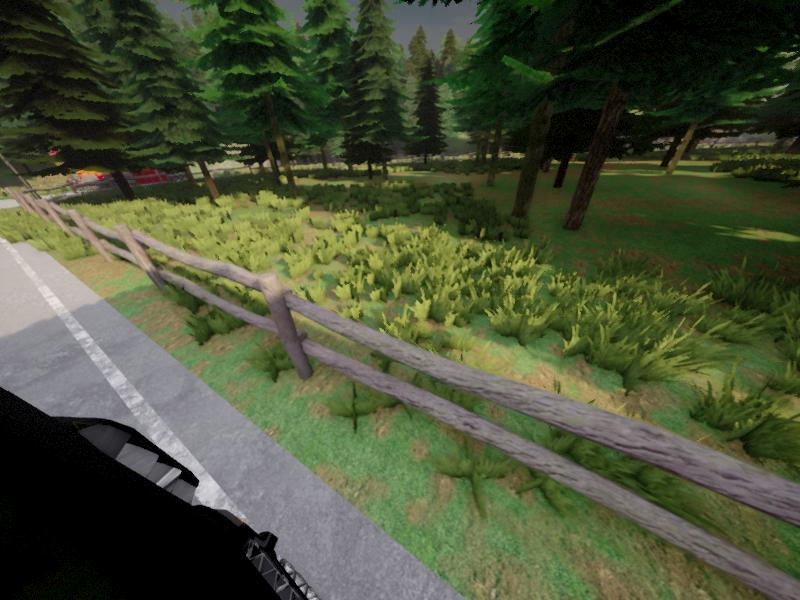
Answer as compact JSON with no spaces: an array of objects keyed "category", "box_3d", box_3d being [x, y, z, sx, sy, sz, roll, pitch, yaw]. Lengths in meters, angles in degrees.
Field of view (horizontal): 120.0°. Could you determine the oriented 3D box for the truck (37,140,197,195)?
[{"category":"truck","box_3d":[-25.955,-12.930,22.212,2.891,3.827,8.468,11,36,21]}]
